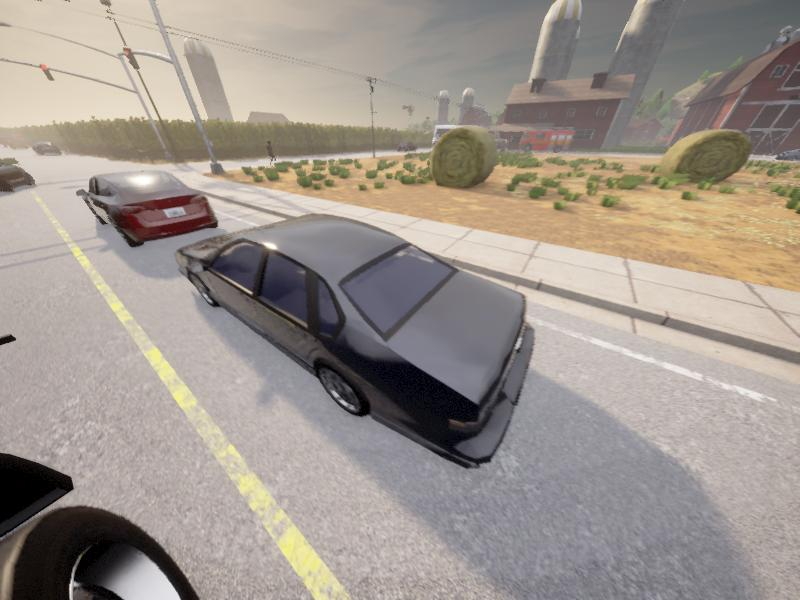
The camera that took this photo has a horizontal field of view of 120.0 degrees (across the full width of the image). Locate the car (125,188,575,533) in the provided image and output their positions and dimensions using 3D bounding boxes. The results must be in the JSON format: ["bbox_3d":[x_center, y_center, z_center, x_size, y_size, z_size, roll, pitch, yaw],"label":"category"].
[{"bbox_3d":[-1.137,-0.315,3.136,5.357,1.411,2.033,22,41,28],"label":"car"}]

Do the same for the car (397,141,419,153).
[{"bbox_3d":[1.498,-28.702,43.152,2.097,1.767,4.553,20,40,25],"label":"car"}]

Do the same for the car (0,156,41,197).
[{"bbox_3d":[-19.738,-5.781,10.776,1.994,1.385,4.181,-24,42,-30],"label":"car"}]

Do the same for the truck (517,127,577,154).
[{"bbox_3d":[27.148,-29.691,43.000,8.468,3.827,2.891,19,39,25],"label":"truck"}]

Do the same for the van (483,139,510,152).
[{"bbox_3d":[19.640,-31.587,47.163,4.480,2.038,2.069,20,39,25],"label":"van"}]

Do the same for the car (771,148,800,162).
[{"bbox_3d":[50.776,-18.073,28.847,4.181,1.385,1.994,19,40,25],"label":"car"}]

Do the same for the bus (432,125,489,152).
[{"bbox_3d":[11.827,-32.749,46.824,10.273,4.253,3.944,2,35,3],"label":"bus"}]

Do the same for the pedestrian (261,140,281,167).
[{"bbox_3d":[-10.733,-12.215,19.276,0.751,1.860,0.751,19,39,25],"label":"pedestrian"}]

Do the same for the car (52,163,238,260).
[{"bbox_3d":[-7.195,-2.799,6.525,4.792,1.488,2.163,22,41,28],"label":"car"}]

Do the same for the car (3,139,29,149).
[{"bbox_3d":[-75.920,-30.908,45.707,5.366,1.575,1.801,20,40,26],"label":"car"}]

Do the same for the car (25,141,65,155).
[{"bbox_3d":[-50.807,-21.762,33.062,4.792,1.488,2.163,20,40,25],"label":"car"}]

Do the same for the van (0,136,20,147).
[{"bbox_3d":[-87.185,-35.220,51.360,4.442,1.987,1.775,20,40,25],"label":"van"}]
